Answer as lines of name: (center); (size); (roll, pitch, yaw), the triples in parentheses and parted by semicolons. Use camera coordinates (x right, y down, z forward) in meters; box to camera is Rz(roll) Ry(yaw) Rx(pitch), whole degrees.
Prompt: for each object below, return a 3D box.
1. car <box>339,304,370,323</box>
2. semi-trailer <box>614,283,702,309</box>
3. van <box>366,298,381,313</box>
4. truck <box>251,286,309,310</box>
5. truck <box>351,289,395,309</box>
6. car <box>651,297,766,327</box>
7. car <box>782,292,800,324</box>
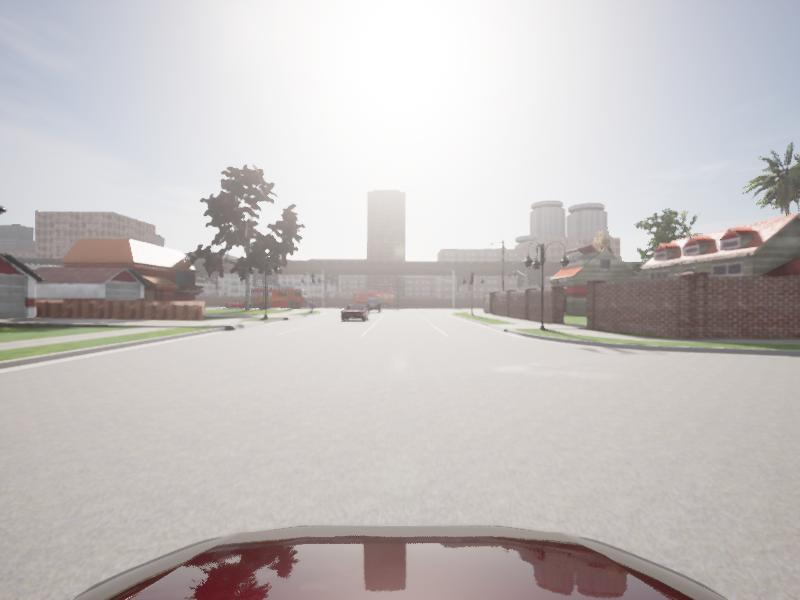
car: (-3.533, 1.014, 31.651); (1.895, 1.301, 4.718); (0, 0, 0)
semi-trailer: (47.170, -0.672, 73.371); (14.254, 4.402, 2.717); (-1, 0, 1)
van: (-3.562, 0.706, 54.998); (1.775, 1.987, 4.442); (0, 0, 0)
truck: (-19.477, -0.304, 65.153); (8.468, 3.827, 2.891); (0, 0, 2)
truck: (-5.198, -0.200, 78.868); (8.468, 3.827, 2.891); (0, 0, 0)
car: (17.771, 0.660, 23.279); (5.027, 1.636, 2.152); (0, 0, 0)
car: (25.442, 0.500, 23.256); (4.605, 1.855, 1.932); (0, 0, 0)
